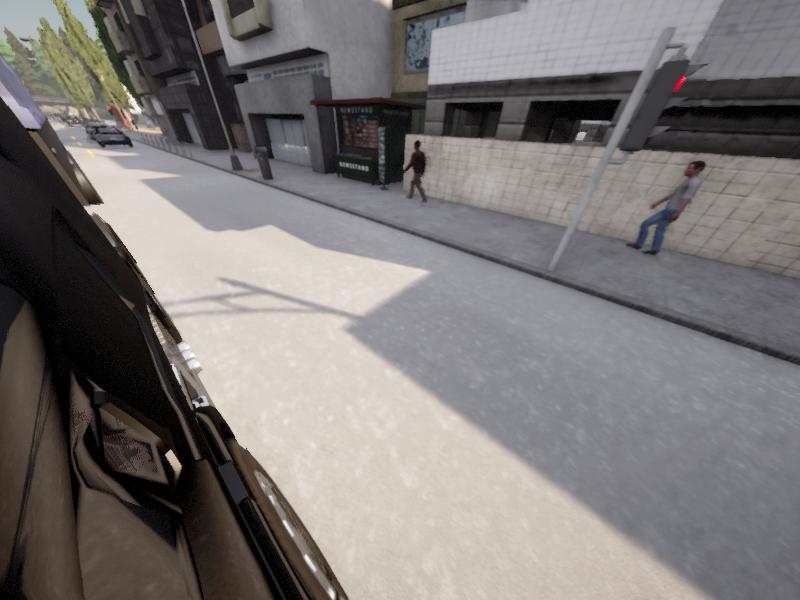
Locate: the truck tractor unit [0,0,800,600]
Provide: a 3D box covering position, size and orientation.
[{"bbox_3d":[-2.645,-0.295,0.351,6.516,4.208,3.053,28,44,30],"label":"truck tractor unit"}]

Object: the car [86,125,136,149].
[{"bbox_3d":[-24.320,-13.765,19.441,4.181,1.385,1.994,30,44,32],"label":"car"}]

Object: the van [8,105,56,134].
[{"bbox_3d":[-44.576,-21.943,28.118,5.915,2.561,1.988,28,43,30],"label":"van"}]

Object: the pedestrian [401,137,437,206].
[{"bbox_3d":[0.587,-4.212,7.613,0.751,1.860,0.751,29,44,30],"label":"pedestrian"}]

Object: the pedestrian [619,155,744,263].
[{"bbox_3d":[5.554,-1.843,4.754,0.751,1.860,0.751,28,44,30],"label":"pedestrian"}]

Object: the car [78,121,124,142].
[{"bbox_3d":[-29.896,-16.839,23.075,4.514,1.525,2.007,28,43,30],"label":"car"}]

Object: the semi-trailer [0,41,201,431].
[{"bbox_3d":[-8.696,-3.600,4.238,14.254,4.402,2.717,28,43,30],"label":"semi-trailer"}]

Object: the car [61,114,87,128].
[{"bbox_3d":[-61.098,-33.592,43.258,4.605,1.855,1.932,29,44,29],"label":"car"}]
